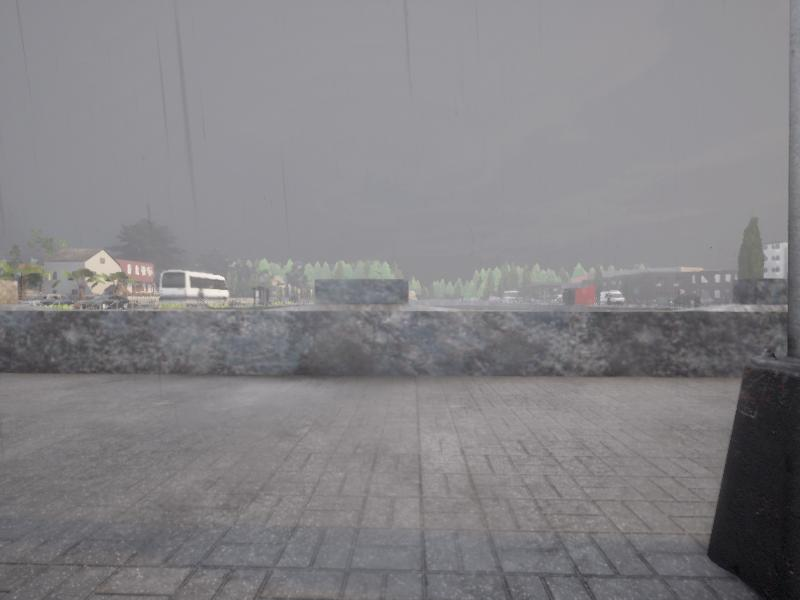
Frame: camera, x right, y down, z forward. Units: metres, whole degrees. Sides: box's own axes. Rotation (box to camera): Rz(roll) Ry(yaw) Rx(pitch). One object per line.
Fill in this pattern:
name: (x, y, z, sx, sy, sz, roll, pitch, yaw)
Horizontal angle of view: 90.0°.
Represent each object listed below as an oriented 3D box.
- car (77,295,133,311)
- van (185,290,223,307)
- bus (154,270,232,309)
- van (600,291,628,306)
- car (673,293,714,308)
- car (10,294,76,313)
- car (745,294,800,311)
car: (-29.225, 0.242, 39.839, 1.837, 1.490, 4.892, 0, 0, 2)
van: (-28.589, -0.223, 58.706, 2.351, 2.431, 6.366, 0, 0, 2)
bus: (-25.023, -1.136, 49.297, 3.944, 4.253, 10.273, 0, 0, 2)
van: (37.544, -0.298, 70.394, 1.988, 2.561, 5.915, 0, 0, 2)
car: (36.880, 0.053, 50.422, 1.932, 1.855, 4.605, 0, 0, 2)
car: (-29.452, 0.252, 33.183, 1.970, 1.475, 3.806, 0, 0, 2)
car: (36.489, 0.203, 38.714, 1.801, 1.575, 5.366, 0, 0, 2)
